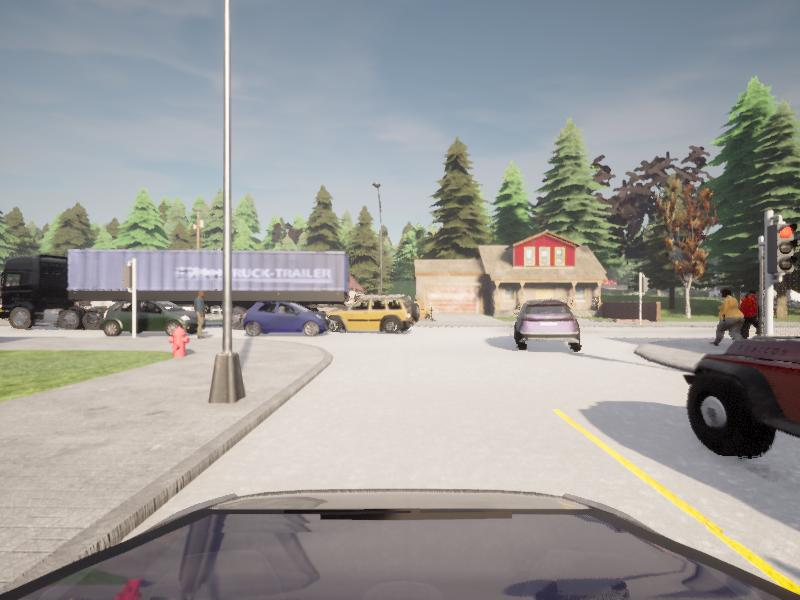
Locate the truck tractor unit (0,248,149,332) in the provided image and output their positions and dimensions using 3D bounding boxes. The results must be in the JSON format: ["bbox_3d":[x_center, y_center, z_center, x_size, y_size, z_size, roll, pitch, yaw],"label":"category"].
[{"bbox_3d":[-17.887,-0.521,21.946,6.516,4.208,3.053,0,0,7],"label":"truck tractor unit"}]

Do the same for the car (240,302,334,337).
[{"bbox_3d":[-4.939,0.827,17.816,3.633,1.501,1.845,0,0,1],"label":"car"}]

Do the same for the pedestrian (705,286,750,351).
[{"bbox_3d":[9.769,0.525,11.952,0.751,1.860,0.751,0,0,-11],"label":"pedestrian"}]

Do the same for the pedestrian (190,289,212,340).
[{"bbox_3d":[-7.594,0.534,15.250,0.751,1.860,0.751,0,0,-28],"label":"pedestrian"}]

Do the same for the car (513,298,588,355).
[{"bbox_3d":[5.095,0.778,14.088,2.033,1.649,4.856,-1,0,17],"label":"car"}]

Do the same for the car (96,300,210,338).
[{"bbox_3d":[-10.951,0.789,17.945,3.988,1.617,1.851,0,0,1],"label":"car"}]

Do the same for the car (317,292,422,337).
[{"bbox_3d":[-1.425,0.684,19.352,4.605,1.855,1.932,-1,6,16],"label":"car"}]

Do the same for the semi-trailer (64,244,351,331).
[{"bbox_3d":[-9.992,-0.627,21.915,14.254,4.402,2.717,0,-1,-2],"label":"semi-trailer"}]

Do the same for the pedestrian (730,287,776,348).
[{"bbox_3d":[11.018,0.525,12.504,0.751,1.860,0.751,0,0,-9],"label":"pedestrian"}]

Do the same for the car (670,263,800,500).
[{"bbox_3d":[4.110,0.647,2.785,1.905,1.878,3.866,0,0,1],"label":"car"}]
